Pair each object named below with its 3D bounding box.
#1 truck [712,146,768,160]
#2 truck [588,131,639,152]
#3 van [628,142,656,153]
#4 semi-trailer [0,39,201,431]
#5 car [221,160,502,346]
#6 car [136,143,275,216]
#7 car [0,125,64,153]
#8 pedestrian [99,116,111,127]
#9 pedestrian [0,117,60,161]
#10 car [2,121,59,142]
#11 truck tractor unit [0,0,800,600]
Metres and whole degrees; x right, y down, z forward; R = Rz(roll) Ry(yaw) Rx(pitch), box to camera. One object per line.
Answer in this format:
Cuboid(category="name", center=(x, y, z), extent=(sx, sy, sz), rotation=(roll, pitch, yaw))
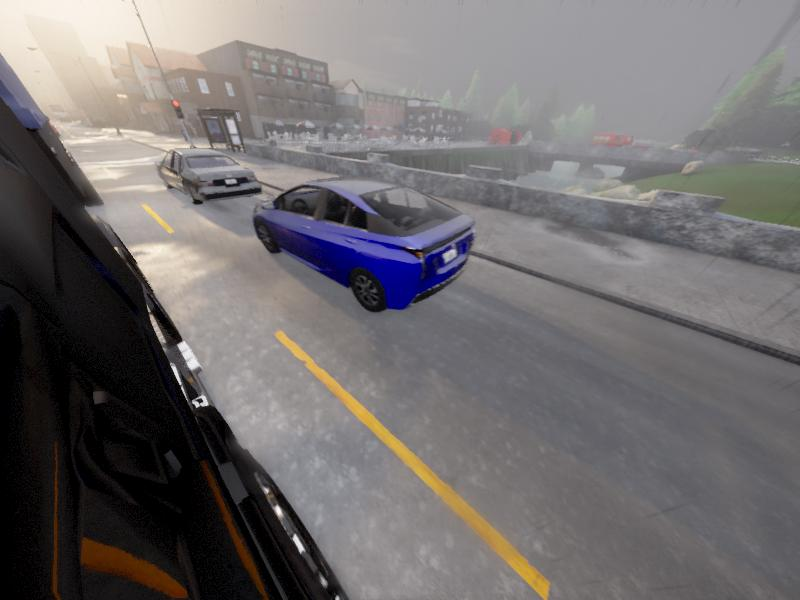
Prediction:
Cuboid(category="truck", center=(73.737, -32.095, 50.317), extent=(6.274, 2.098, 2.390), rotation=(28, 43, 30))
Cuboid(category="truck", center=(53.869, -40.247, 58.563), extent=(8.468, 3.827, 2.891), rotation=(28, 43, 30))
Cuboid(category="van", center=(61.151, -38.727, 58.548), extent=(4.442, 1.987, 1.775), rotation=(28, 43, 30))
Cuboid(category="semi-trailer", center=(-8.698, -3.592, 4.246), extent=(14.254, 4.402, 2.717), rotation=(28, 43, 30))
Cuboid(category="car", center=(-0.953, -1.389, 4.221), extent=(4.514, 1.525, 2.007), rotation=(28, 43, 30))
Cuboid(category="car", center=(-6.951, -4.511, 8.156), extent=(5.357, 1.411, 2.033), rotation=(28, 43, 30))
Cuboid(category="car", center=(-25.604, -11.283, 16.155), extent=(4.718, 1.301, 1.895), rotation=(28, 43, 30))
Cuboid(category="pedestrian", center=(-63.606, -38.547, 49.822), extent=(0.751, 1.860, 0.751), rotation=(28, 43, 30))
Cuboid(category="pedestrian", center=(-19.816, -8.620, 12.422), extent=(0.751, 1.860, 0.751), rotation=(-19, 42, -27))
Cuboid(category="car", center=(-34.083, -15.677, 21.473), extent=(1.994, 1.385, 4.181), rotation=(-29, 47, -36))
Cuboid(category="truck tractor unit", center=(-2.645, -0.295, 0.352), extent=(6.516, 4.208, 3.053), rotation=(28, 44, 30))
